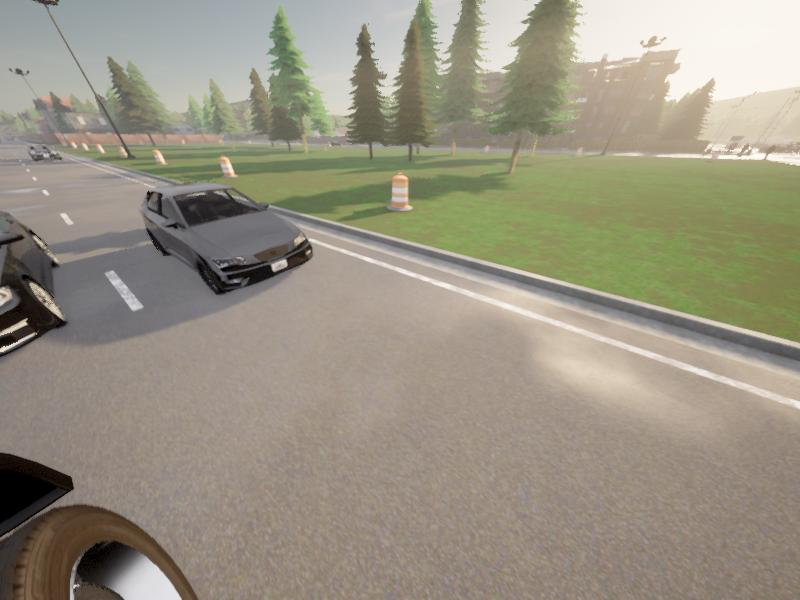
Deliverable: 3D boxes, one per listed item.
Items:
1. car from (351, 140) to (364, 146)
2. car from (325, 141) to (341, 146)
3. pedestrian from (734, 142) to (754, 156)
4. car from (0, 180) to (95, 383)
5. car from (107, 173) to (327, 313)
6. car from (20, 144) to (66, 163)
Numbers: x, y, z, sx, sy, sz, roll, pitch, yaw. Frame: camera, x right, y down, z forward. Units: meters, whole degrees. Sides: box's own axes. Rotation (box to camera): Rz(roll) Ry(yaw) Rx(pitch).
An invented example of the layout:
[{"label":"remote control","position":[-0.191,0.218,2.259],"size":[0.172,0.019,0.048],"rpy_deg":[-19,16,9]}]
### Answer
[{"label":"car","position":[-12.510,-46.224,67.994],"size":[3.633,1.501,1.845],"rpy_deg":[23,41,28]},{"label":"car","position":[-19.910,-46.708,68.850],"size":[4.718,1.301,1.895],"rpy_deg":[23,41,28]},{"label":"pedestrian","position":[53.782,-23.575,36.105],"size":[0.751,1.860,0.751],"rpy_deg":[21,40,26]},{"label":"car","position":[-6.570,-0.416,3.136],"size":[4.902,1.511,2.128],"rpy_deg":[25,42,30]},{"label":"car","position":[-3.763,-1.535,4.775],"size":[4.193,1.474,1.816],"rpy_deg":[22,41,28]},{"label":"car","position":[-37.246,-15.347,24.095],"size":[3.806,1.475,1.970],"rpy_deg":[22,41,28]}]
